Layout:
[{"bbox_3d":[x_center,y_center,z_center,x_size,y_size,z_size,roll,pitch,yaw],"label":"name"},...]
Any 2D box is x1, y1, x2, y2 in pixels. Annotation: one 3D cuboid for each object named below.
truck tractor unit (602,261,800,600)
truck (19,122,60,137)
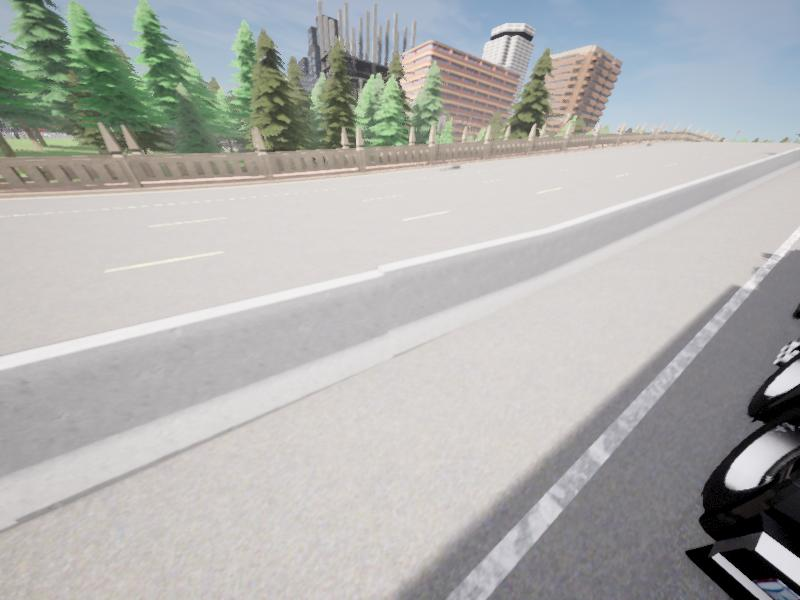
[{"bbox_3d":[5.087,-0.331,0.757,6.516,4.208,3.053,-19,40,-24],"label":"truck tractor unit"},{"bbox_3d":[-83.267,-39.346,53.524,2.627,2.467,5.204,-13,36,-27],"label":"truck"}]
